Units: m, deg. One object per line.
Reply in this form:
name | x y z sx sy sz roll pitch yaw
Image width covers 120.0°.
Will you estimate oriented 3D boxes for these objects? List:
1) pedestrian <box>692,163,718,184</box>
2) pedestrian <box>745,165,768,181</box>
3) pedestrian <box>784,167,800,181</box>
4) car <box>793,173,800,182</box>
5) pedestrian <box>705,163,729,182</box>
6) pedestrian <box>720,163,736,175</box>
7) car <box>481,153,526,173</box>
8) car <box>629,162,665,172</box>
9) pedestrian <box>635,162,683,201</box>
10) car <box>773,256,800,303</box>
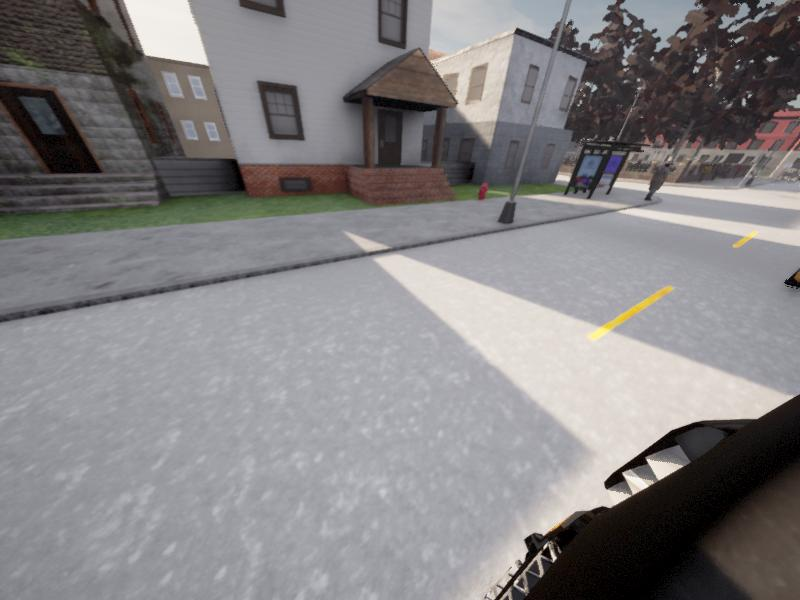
pedestrian | 31.581 -13.128 23.944 0.751 1.860 0.751 -17 38 -27
pedestrian | 48.165 -17.191 31.200 0.751 1.860 0.751 -14 37 -23
pedestrian | 59.962 -19.115 35.094 0.751 1.860 0.751 -14 37 -24
car | 68.905 -20.281 38.169 1.789 1.549 3.705 -16 38 -26
pedestrian | 36.480 -14.661 26.587 0.751 1.860 0.751 -17 38 -27
pedestrian | 57.486 -22.938 40.491 0.751 1.860 0.751 -15 37 -24
car | 12.799 -17.180 28.964 1.932 1.855 4.605 -16 38 -26
car | 54.888 -29.656 51.428 2.128 1.511 4.902 -16 38 -26
pedestrian | 14.372 -6.582 12.875 0.751 1.860 0.751 -1 34 -6
car | 10.048 -0.889 4.564 5.008 1.535 1.882 -16 38 -26
